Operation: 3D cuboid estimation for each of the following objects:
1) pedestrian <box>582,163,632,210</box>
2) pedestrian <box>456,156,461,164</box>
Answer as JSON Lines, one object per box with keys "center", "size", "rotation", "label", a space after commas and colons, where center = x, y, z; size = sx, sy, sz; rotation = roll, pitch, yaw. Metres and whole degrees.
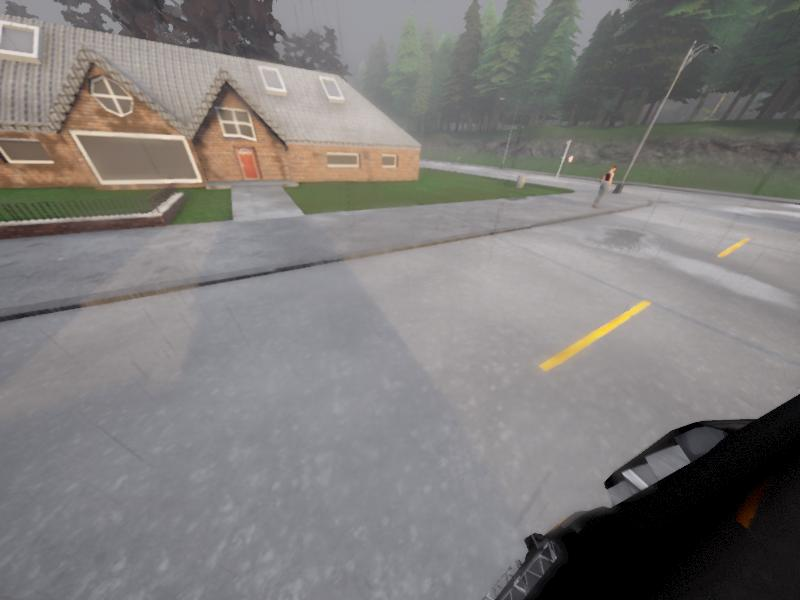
{"center": [9.504, -5.238, 10.699], "size": [0.751, 1.860, 0.751], "rotation": [4, 34, 2], "label": "pedestrian"}
{"center": [10.741, -25.637, 42.272], "size": [0.500, 1.100, 0.500], "rotation": [-16, 38, -27], "label": "pedestrian"}
